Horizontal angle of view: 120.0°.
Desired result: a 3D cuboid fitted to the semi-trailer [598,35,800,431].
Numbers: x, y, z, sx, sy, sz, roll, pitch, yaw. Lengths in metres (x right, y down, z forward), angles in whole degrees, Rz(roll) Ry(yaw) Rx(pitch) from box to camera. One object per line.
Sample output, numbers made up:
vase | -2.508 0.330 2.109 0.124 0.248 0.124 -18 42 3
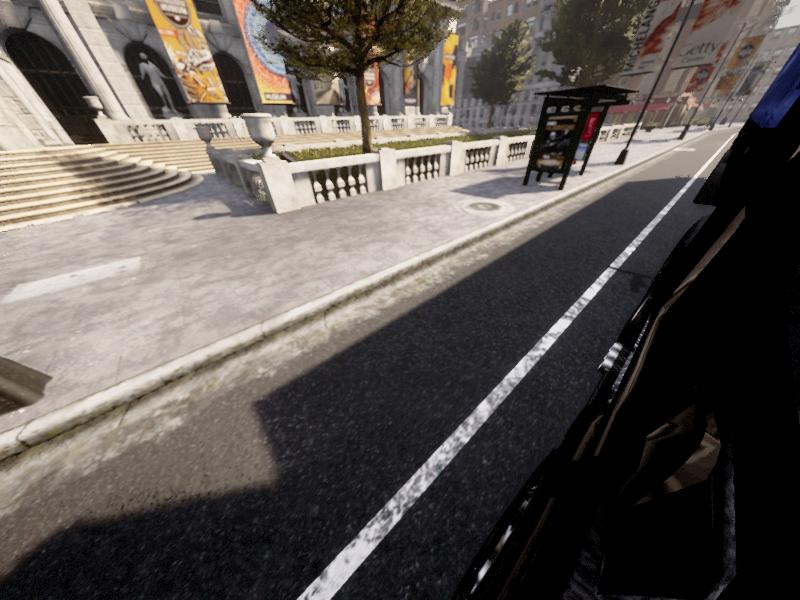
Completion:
semi-trailer | 8.653 -3.640 4.264 14.254 4.402 2.717 -29 44 -30

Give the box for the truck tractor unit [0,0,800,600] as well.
truck tractor unit | 2.645 -0.295 0.352 6.516 4.208 3.053 -28 44 -30

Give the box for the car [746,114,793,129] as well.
car | 54.248 -26.238 33.960 4.674 1.452 2.002 -14 38 -15

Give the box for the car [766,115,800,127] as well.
car | 59.704 -27.395 35.280 4.718 1.301 1.895 -8 37 -7

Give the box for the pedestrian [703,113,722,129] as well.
pedestrian | 45.339 -25.991 33.568 0.751 1.860 0.751 -21 41 -23
